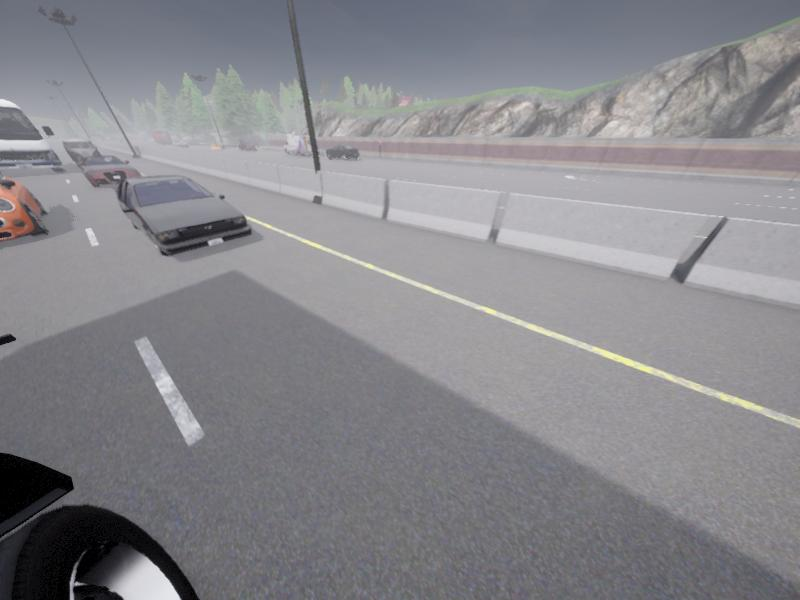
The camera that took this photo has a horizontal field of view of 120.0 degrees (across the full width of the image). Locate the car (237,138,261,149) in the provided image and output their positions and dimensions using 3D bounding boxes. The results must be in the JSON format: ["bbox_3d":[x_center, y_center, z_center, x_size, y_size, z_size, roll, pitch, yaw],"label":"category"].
[{"bbox_3d":[-34.304,-35.590,52.569,1.905,1.878,3.866,15,40,21],"label":"car"}]

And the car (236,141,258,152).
[{"bbox_3d":[-28.473,-28.556,42.959,3.705,1.549,1.789,25,42,31],"label":"car"}]

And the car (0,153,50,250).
[{"bbox_3d":[-11.484,-2.617,5.970,4.553,1.767,2.097,25,42,31],"label":"car"}]

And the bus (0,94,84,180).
[{"bbox_3d":[-27.783,-11.411,16.184,10.273,4.253,3.944,22,39,27],"label":"bus"}]

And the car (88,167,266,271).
[{"bbox_3d":[-6.243,-2.590,6.340,5.357,1.411,2.033,25,42,30],"label":"car"}]

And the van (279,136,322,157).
[{"bbox_3d":[-14.512,-22.372,33.544,6.366,2.431,2.351,25,42,31],"label":"van"}]

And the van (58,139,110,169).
[{"bbox_3d":[-27.889,-12.962,20.367,4.442,1.987,1.775,25,42,31],"label":"van"}]

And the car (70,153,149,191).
[{"bbox_3d":[-16.158,-7.213,12.841,4.181,1.385,1.994,25,42,31],"label":"car"}]

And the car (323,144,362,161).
[{"bbox_3d":[-7.257,-18.608,29.036,5.008,1.535,1.882,25,42,31],"label":"car"}]
